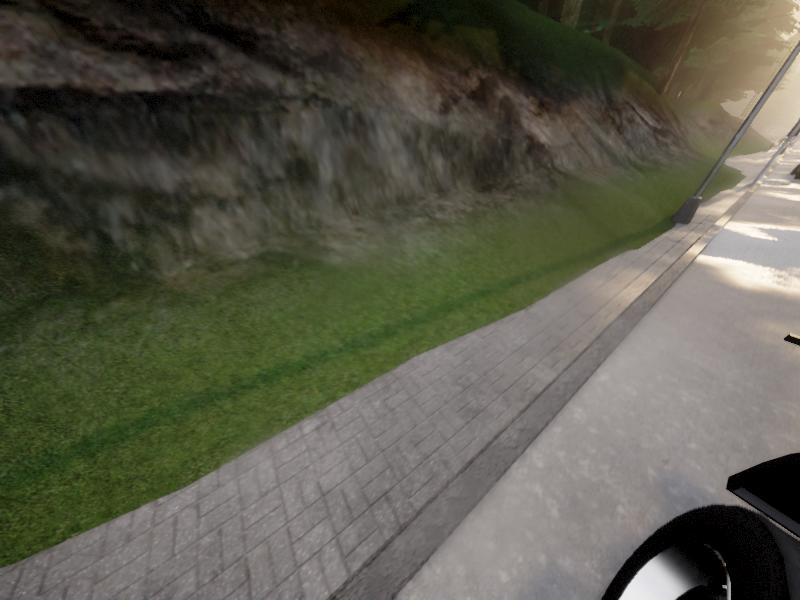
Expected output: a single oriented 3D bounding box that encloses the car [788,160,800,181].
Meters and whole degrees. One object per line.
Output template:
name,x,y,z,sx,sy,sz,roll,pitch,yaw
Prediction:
car,25.837,-8.114,13.680,4.611,1.667,2.242,-25,42,-30
